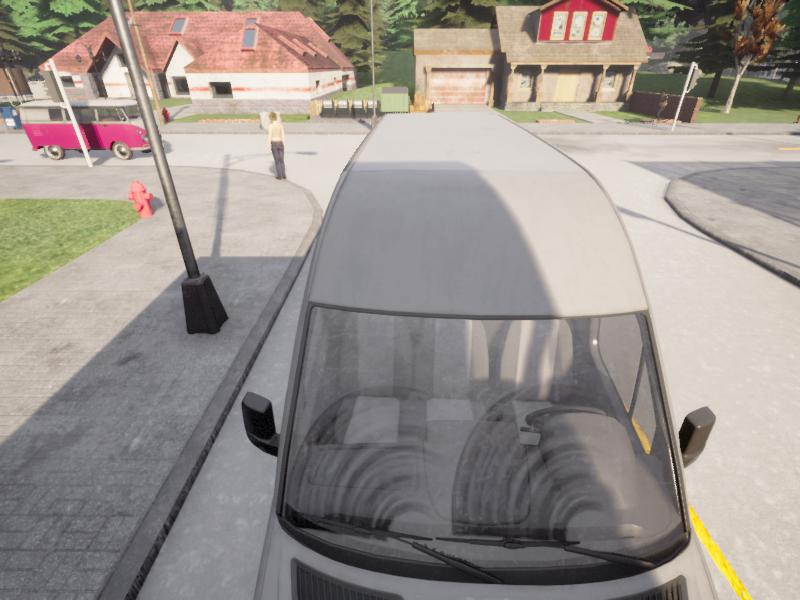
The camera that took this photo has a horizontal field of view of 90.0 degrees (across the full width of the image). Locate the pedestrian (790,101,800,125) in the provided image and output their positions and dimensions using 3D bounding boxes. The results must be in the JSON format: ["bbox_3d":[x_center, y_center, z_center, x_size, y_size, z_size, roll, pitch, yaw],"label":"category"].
[{"bbox_3d":[23.216,-10.937,22.654,0.751,1.860,0.751,1,30,1],"label":"pedestrian"}]

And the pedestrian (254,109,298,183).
[{"bbox_3d":[-3.537,-4.425,11.502,0.751,1.860,0.751,-17,34,-27],"label":"pedestrian"}]

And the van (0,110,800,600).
[{"bbox_3d":[0.414,0.049,3.430,1.988,2.561,5.915,1,30,2],"label":"van"}]

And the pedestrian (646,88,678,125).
[{"bbox_3d":[14.841,-10.962,22.698,0.751,1.860,0.751,0,30,1],"label":"pedestrian"}]

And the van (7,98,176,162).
[{"bbox_3d":[-11.360,-6.437,15.075,4.442,1.987,1.775,0,30,1],"label":"van"}]

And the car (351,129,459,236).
[{"bbox_3d":[-0.080,-3.011,9.629,1.789,1.549,3.705,-6,31,-9],"label":"car"}]
